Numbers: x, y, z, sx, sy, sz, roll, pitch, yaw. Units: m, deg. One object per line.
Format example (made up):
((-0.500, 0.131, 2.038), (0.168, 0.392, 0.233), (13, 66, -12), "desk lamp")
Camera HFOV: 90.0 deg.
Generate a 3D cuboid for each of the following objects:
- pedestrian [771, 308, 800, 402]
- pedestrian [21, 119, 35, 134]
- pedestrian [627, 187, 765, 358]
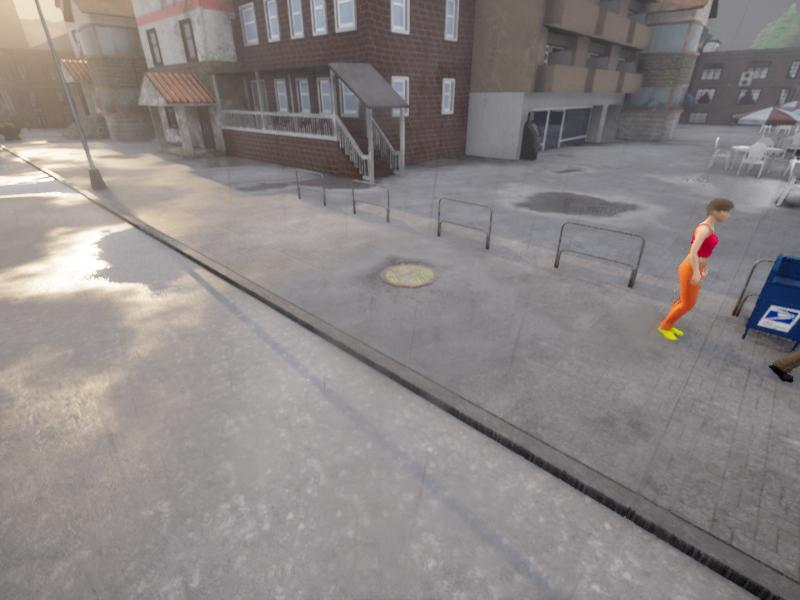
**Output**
((4.586, 0.162, 3.987), (0.751, 1.860, 0.751), (21, 34, 35), "pedestrian")
((-32.199, -15.017, 34.625), (0.500, 1.100, 0.500), (21, 34, 35), "pedestrian")
((3.624, -0.352, 4.996), (0.751, 1.860, 0.751), (-22, 34, -36), "pedestrian")
